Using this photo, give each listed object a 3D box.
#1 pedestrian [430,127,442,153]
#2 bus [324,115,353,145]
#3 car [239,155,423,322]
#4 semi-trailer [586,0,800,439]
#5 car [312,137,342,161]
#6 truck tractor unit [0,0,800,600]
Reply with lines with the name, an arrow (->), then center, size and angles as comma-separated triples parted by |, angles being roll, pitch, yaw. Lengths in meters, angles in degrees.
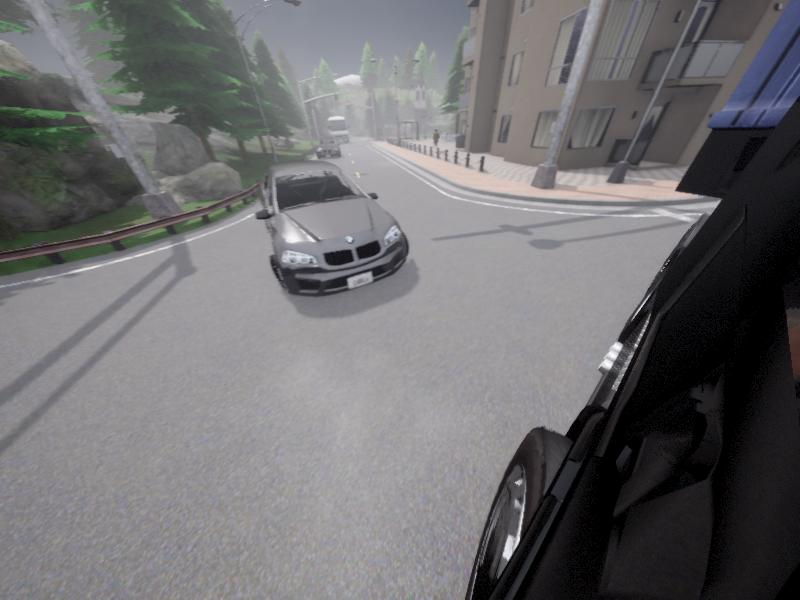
pedestrian -> 3.242, -14.520, 20.996 | 0.751, 1.860, 0.751 | -9, 37, -8
bus -> -12.627, -34.331, 46.831 | 3.944, 4.253, 10.273 | -13, 38, -12
car -> -1.750, -1.873, 4.903 | 2.242, 1.667, 4.611 | -20, 40, -22
semi-trailer -> 9.706, -2.608, 2.817 | 14.254, 4.402, 2.717 | -15, 38, -15
car -> -7.107, -15.074, 22.903 | 2.242, 1.667, 4.611 | -8, 37, -7
truck tractor unit -> 2.645, -0.295, 0.351 | 6.516, 4.208, 3.053 | -28, 44, -30
